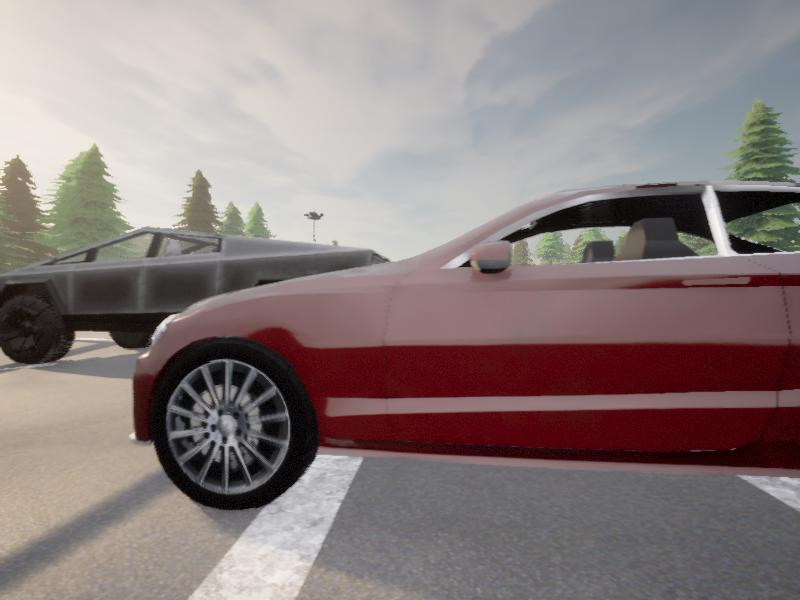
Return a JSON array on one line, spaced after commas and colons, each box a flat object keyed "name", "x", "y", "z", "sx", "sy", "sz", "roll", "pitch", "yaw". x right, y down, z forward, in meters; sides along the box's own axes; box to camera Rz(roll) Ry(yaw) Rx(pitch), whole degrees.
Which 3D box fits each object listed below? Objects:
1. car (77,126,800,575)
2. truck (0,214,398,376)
[{"name": "car", "x": 1.098, "y": 0.182, "z": 2.614, "sx": 5.027, "sy": 1.651, "sz": 2.152, "roll": 0, "pitch": 0, "yaw": 8}, {"name": "truck", "x": -3.316, "y": -0.063, "z": 6.812, "sx": 6.274, "sy": 2.098, "sz": 2.390, "roll": 0, "pitch": 0, "yaw": 8}]
